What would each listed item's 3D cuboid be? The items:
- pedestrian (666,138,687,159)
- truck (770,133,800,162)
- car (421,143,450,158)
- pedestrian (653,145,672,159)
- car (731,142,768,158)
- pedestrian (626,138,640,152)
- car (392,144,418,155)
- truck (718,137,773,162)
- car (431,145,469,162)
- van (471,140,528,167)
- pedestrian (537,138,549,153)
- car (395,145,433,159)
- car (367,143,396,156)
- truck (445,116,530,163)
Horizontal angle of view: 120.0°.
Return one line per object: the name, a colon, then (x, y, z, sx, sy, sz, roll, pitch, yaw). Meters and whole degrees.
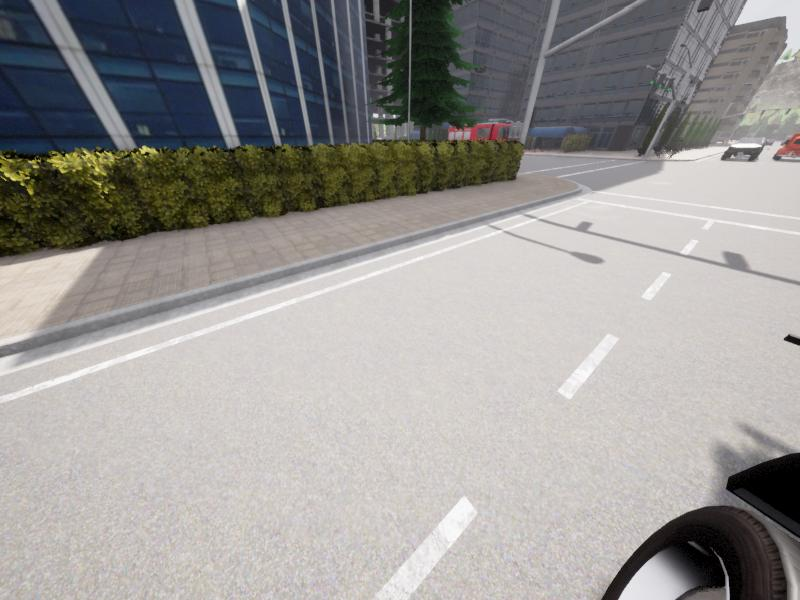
pedestrian: (30.584, -16.764, 25.568, 0.751, 1.860, 0.751, -27, 43, -33)
truck: (43.351, -16.564, 24.972, 5.204, 2.467, 2.627, -23, 41, -29)
car: (4.914, -20.806, 32.078, 1.845, 1.501, 3.633, -24, 41, -29)
pedestrian: (28.995, -16.388, 25.532, 0.751, 1.300, 0.751, -19, 39, -24)
car: (45.238, -19.482, 29.873, 5.366, 1.575, 1.801, -23, 41, -29)
pedestrian: (37.161, -24.761, 36.848, 0.751, 1.860, 0.751, -16, 38, -21)
car: (0.730, -23.920, 36.668, 1.994, 1.385, 4.181, -24, 42, -30)
truck: (38.900, -17.020, 25.974, 6.274, 2.098, 2.390, -23, 41, -29)
car: (5.642, -16.882, 26.551, 1.970, 1.475, 3.806, -23, 41, -29)
van: (9.429, -14.206, 22.284, 1.775, 1.987, 4.442, -24, 41, -29)
pedestrian: (21.648, -23.324, 34.942, 0.751, 1.860, 0.751, -27, 43, -32)
car: (1.755, -19.804, 30.797, 2.033, 1.411, 5.357, -24, 41, -29)
car: (-2.886, -23.398, 35.805, 1.882, 1.535, 5.008, -24, 41, -29)
truck: (9.459, -18.276, 26.464, 2.891, 3.827, 8.468, -24, 41, -29)
